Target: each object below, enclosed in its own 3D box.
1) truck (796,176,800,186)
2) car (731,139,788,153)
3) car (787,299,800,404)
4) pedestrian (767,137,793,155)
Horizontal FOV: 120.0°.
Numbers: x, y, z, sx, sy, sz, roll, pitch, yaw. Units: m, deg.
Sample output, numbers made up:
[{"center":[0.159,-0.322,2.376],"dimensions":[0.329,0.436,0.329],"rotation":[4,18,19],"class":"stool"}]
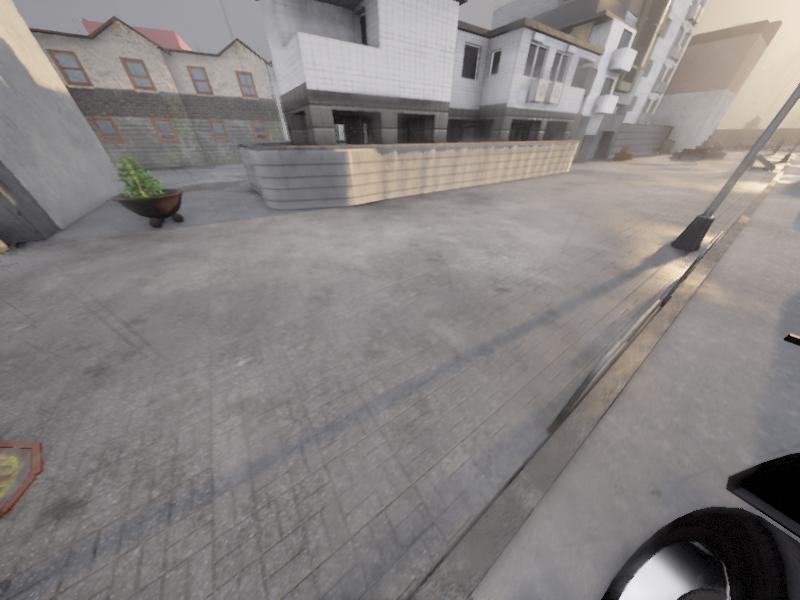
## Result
[{"center":[24.453,-7.483,12.176],"dimensions":[5.204,2.467,2.627],"rotation":[-22,41,-27],"class":"truck"},{"center":[58.006,-25.031,37.373],"dimensions":[2.097,1.767,4.553],"rotation":[-22,40,-27],"class":"car"},{"center":[6.544,0.184,2.478],"dimensions":[4.718,1.301,1.895],"rotation":[-21,40,-27],"class":"car"},{"center":[48.499,-19.616,29.495],"dimensions":[0.751,1.860,0.751],"rotation":[-12,37,-16],"class":"pedestrian"}]
